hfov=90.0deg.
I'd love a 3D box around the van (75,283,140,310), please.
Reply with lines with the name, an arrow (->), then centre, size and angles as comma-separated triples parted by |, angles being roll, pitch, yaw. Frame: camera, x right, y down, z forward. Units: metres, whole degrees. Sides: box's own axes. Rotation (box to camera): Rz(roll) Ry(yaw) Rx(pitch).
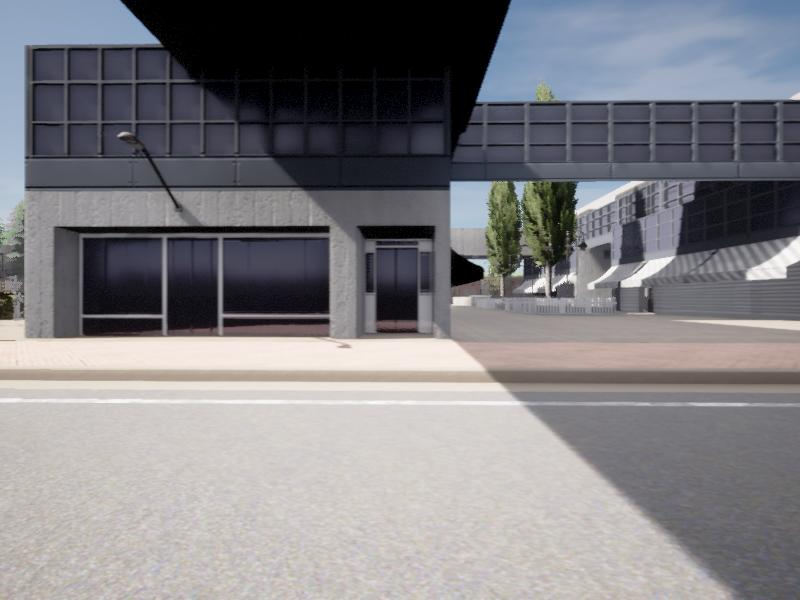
van -> -29.443, -0.305, 40.564 | 1.988, 2.561, 5.915 | 0, 0, 3
